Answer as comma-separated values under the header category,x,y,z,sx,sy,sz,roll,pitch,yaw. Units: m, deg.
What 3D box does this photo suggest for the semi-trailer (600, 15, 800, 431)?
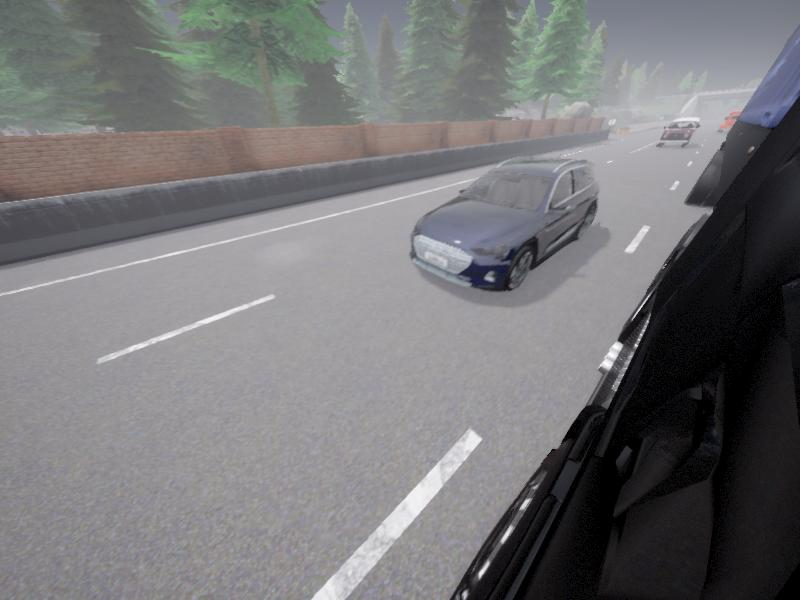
category,x,y,z,sx,sy,sz,roll,pitch,yaw
semi-trailer,8.576,-3.668,4.369,14.254,4.402,2.717,-29,44,-31

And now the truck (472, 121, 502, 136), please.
category,x,y,z,sx,sy,sz,roll,pitch,yaw
truck,19.394,-38.270,51.698,2.627,2.467,5.204,-29,44,-31

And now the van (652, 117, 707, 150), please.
category,x,y,z,sx,sy,sz,roll,pitch,yaw
van,23.826,-14.243,19.694,4.480,2.038,2.069,-30,44,-32

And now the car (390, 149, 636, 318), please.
category,x,y,z,sx,sy,sz,roll,pitch,yaw
car,2.379,-1.839,4.635,4.856,1.649,2.033,-28,44,-31

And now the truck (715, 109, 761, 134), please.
category,x,y,z,sx,sy,sz,roll,pitch,yaw
truck,46.885,-24.857,32.222,5.204,2.467,2.627,-30,44,-32

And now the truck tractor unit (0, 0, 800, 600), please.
category,x,y,z,sx,sy,sz,roll,pitch,yaw
truck tractor unit,2.645,-0.295,0.351,6.516,4.208,3.053,-28,44,-30
